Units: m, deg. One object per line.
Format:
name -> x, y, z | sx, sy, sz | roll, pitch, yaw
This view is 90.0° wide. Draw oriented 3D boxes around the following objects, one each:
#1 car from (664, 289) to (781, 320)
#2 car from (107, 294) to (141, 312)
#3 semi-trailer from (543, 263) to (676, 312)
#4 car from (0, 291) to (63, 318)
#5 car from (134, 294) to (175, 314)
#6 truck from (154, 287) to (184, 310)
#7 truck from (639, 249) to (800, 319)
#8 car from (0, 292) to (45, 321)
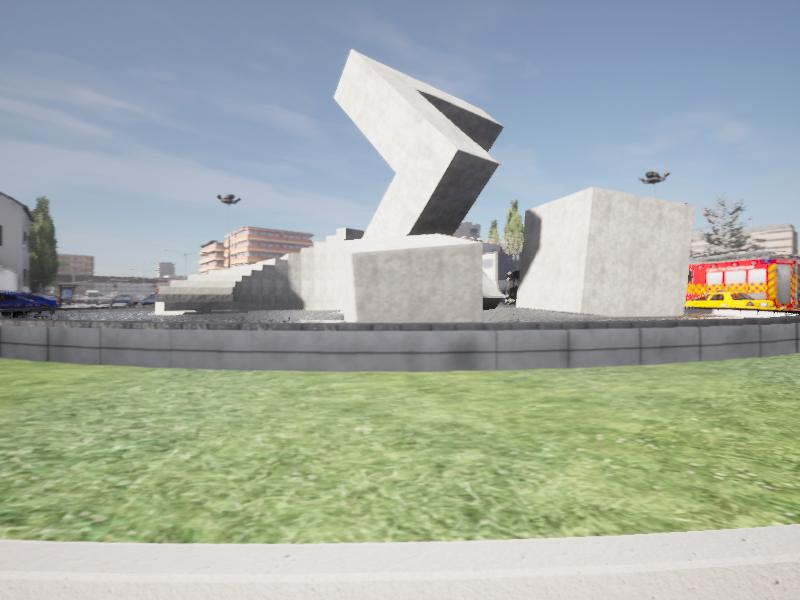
car -> 18.233, 0.239, 23.049 | 1.801, 1.575, 5.366 | 0, 0, -10
car -> -26.284, 0.261, 38.268 | 2.033, 1.649, 4.856 | 0, 0, -26
semi-trailer -> 21.093, -1.158, 39.877 | 14.254, 4.402, 2.717 | 0, 0, -19
car -> -23.367, 0.279, 23.759 | 1.882, 1.535, 5.008 | -1, 0, 14
car -> -20.933, 0.300, 34.288 | 2.038, 1.542, 4.974 | 0, 0, -20
truck -> -26.523, -0.132, 45.790 | 2.627, 2.467, 5.204 | 0, -1, -34
truck -> 20.635, -0.879, 26.575 | 2.891, 3.827, 8.468 | 0, 0, -16
car -> -20.467, 0.317, 19.568 | 1.812, 1.442, 4.674 | 0, 0, 5
